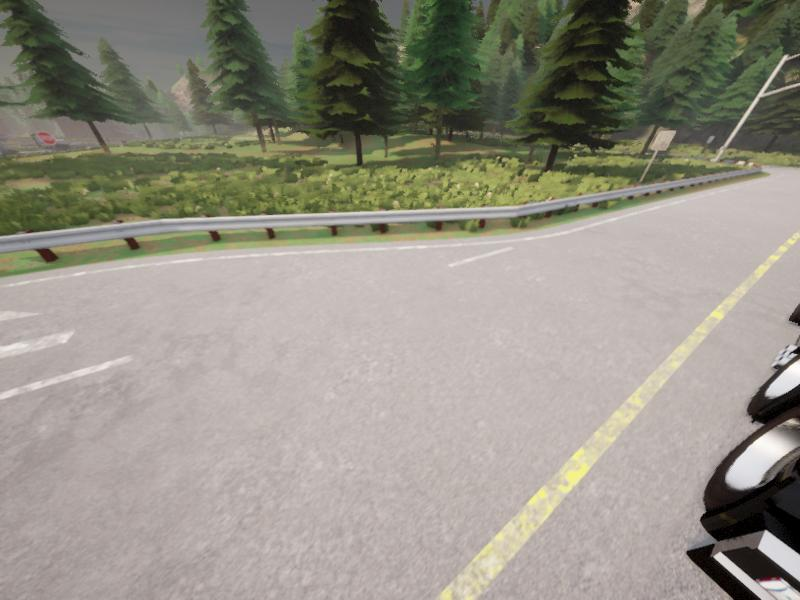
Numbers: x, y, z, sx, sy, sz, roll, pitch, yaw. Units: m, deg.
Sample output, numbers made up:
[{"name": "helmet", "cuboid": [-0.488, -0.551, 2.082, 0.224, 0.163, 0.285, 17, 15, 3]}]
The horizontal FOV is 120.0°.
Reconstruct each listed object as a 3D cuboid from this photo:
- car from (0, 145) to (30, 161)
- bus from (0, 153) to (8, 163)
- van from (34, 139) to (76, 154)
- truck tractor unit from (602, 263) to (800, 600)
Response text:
[{"name": "car", "cuboid": [-46.834, -17.342, 27.200, 1.845, 1.501, 3.633, -18, 39, -24]}, {"name": "bus", "cuboid": [-42.322, -13.760, 19.712, 3.944, 4.253, 10.273, -18, 39, -24]}, {"name": "van", "cuboid": [-60.087, -26.927, 40.411, 2.069, 2.038, 4.480, -18, 39, -24]}, {"name": "truck tractor unit", "cuboid": [5.110, -0.300, 0.785, 6.516, 4.208, 3.053, -18, 39, -24]}]
